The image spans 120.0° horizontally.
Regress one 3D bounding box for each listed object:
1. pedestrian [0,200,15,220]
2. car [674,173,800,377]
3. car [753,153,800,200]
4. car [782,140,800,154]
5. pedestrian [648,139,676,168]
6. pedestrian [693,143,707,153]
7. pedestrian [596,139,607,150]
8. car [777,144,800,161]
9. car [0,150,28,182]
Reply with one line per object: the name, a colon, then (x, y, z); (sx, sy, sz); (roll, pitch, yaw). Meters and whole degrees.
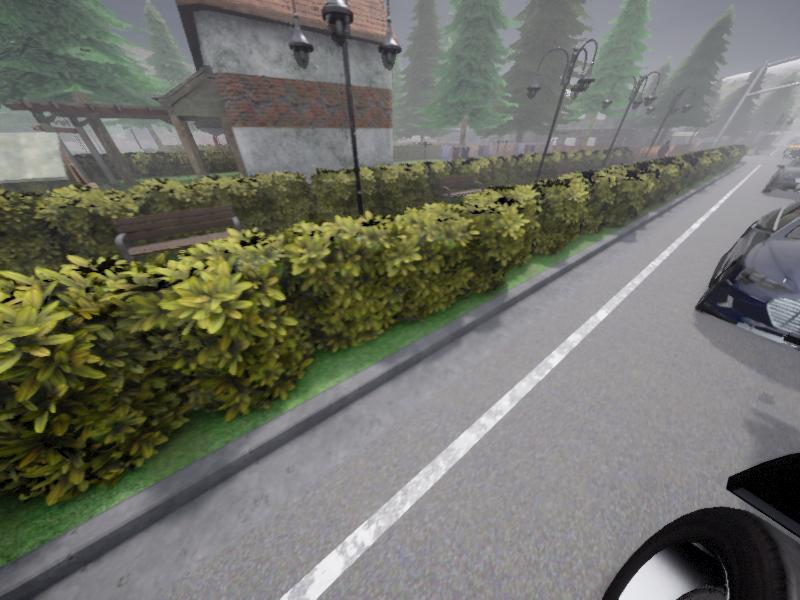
pedestrian: (-13.799, -3.258, 7.648); (0.500, 1.100, 0.500); (-24, 41, -29)
car: (6.511, -0.629, 3.343); (4.856, 1.649, 2.033); (-23, 41, -29)
car: (18.894, -5.786, 10.670); (4.902, 1.511, 2.128); (-23, 41, -28)
car: (59.599, -22.978, 34.587); (5.366, 1.575, 1.801); (-23, 41, -29)
pedestrian: (20.835, -11.663, 18.388); (0.751, 1.860, 0.751); (30, 45, 35)
pedestrian: (46.272, -23.408, 35.629); (0.751, 1.300, 0.751); (-19, 39, -25)
pedestrian: (39.367, -30.493, 45.242); (0.751, 1.860, 0.751); (4, 35, 6)
car: (43.754, -15.400, 24.203); (1.837, 1.490, 4.892); (12, 35, 15)
car: (-29.354, -9.203, 15.927); (2.097, 1.767, 4.553); (-21, 40, -26)
